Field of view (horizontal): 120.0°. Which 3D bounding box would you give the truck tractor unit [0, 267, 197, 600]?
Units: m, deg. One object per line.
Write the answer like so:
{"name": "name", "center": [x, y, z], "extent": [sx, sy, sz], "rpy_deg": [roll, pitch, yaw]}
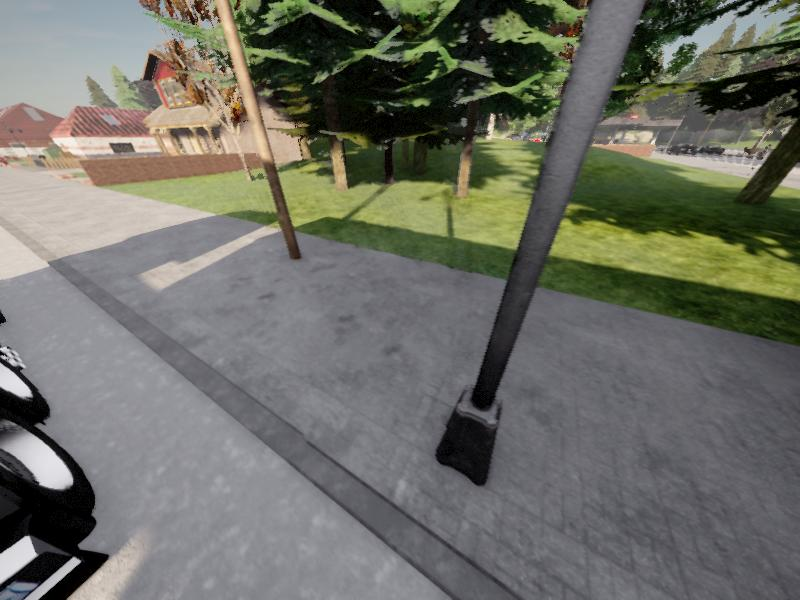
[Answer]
{"name": "truck tractor unit", "center": [-5.117, -0.294, 0.774], "extent": [6.516, 4.208, 3.053], "rpy_deg": [18, 39, 24]}

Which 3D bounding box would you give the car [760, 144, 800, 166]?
{"name": "car", "center": [39.653, -14.494, 23.025], "extent": [1.930, 1.638, 5.238], "rpy_deg": [18, 39, 24]}
